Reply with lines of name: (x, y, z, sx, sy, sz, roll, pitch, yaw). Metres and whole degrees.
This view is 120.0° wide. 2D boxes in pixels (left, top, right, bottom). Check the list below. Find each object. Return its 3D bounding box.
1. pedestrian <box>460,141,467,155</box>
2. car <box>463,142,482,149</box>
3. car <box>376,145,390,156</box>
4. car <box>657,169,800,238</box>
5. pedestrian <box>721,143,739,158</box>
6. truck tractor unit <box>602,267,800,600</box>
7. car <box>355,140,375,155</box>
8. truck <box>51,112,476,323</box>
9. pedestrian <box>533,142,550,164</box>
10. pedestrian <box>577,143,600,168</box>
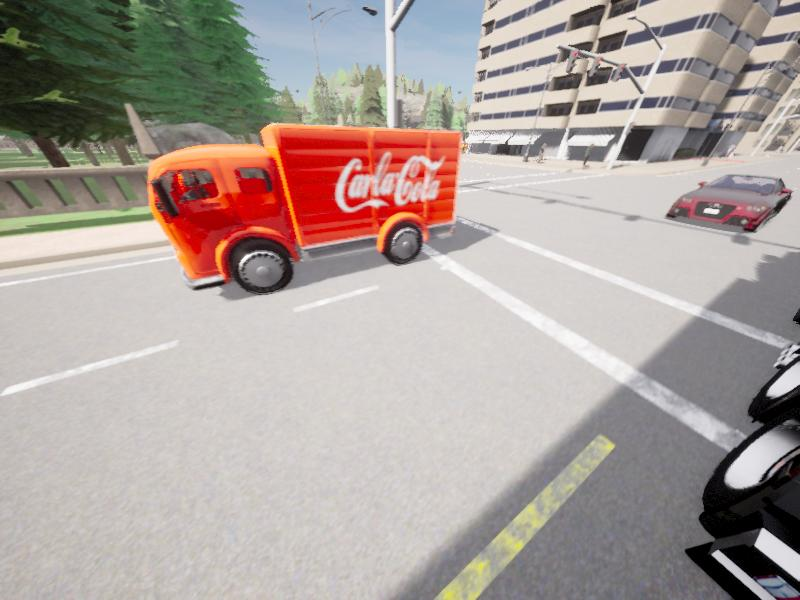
pedestrian: (10.561, -25.385, 38.520, 0.751, 1.860, 0.751, -1, 35, -2)
car: (20.328, -43.367, 64.906, 4.611, 1.667, 2.242, -19, 39, -26)
car: (-2.848, -25.220, 38.839, 1.812, 1.442, 4.674, 2, 35, 2)
car: (11.219, -3.405, 7.749, 4.181, 1.385, 1.994, -18, 39, -24)
pedestrian: (50.954, -23.091, 35.670, 0.751, 1.860, 0.751, -19, 39, -25)
truck tractor unit: (5.110, -0.304, 0.771, 6.516, 4.208, 3.053, -18, 39, -24)
car: (-6.143, -27.480, 41.530, 2.150, 2.045, 5.566, 4, 35, 5)
truck: (-1.529, -2.053, 4.776, 5.204, 2.467, 2.627, -18, 39, -24)
pedestrian: (14.802, -15.362, 24.160, 0.751, 1.860, 0.751, -20, 40, -27)
pedestrian: (17.143, -13.180, 21.046, 0.751, 1.860, 0.751, -14, 37, -20)
